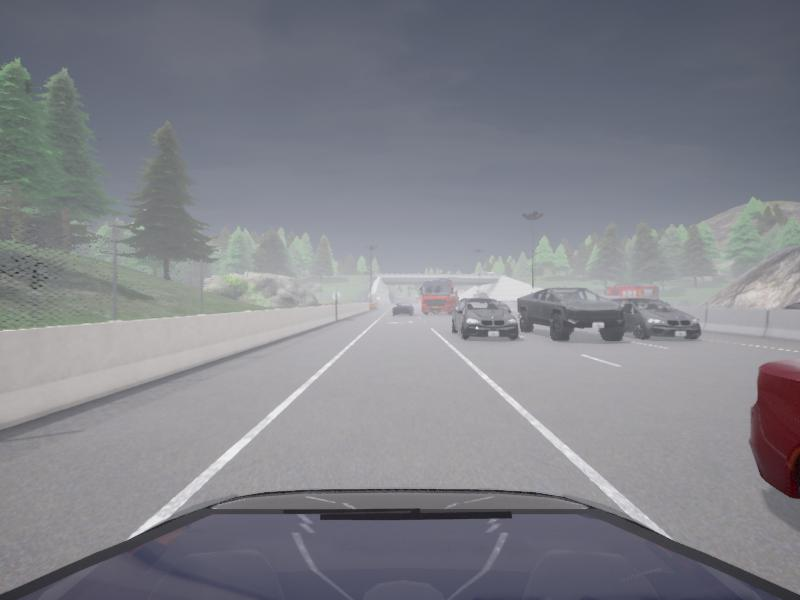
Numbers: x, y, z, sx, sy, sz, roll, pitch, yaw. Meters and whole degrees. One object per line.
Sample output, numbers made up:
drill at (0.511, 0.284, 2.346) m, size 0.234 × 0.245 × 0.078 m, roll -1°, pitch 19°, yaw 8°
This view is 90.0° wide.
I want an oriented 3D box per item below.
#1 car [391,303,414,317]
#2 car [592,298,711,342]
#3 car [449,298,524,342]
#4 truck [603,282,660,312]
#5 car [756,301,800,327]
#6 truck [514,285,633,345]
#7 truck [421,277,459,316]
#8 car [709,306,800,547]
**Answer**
car at (0.307, 0.926, 39.606) m, size 1.895 × 1.301 × 4.718 m, roll 0°, pitch 0°, yaw 5°
car at (10.500, 0.748, 17.236) m, size 2.242 × 1.667 × 4.611 m, roll 0°, pitch 0°, yaw 0°
car at (3.497, 0.748, 17.205) m, size 2.242 × 1.667 × 4.611 m, roll 0°, pitch 0°, yaw 0°
truck at (31.503, -0.345, 54.866) m, size 2.891 × 3.827 × 8.468 m, roll 0°, pitch 0°, yaw 0°
car at (24.499, 0.812, 23.926) m, size 1.882 × 1.535 × 5.008 m, roll 0°, pitch 0°, yaw 0°
truck at (6.999, 0.534, 17.213) m, size 2.390 × 2.098 × 6.274 m, roll 0°, pitch 0°, yaw 0°
truck at (4.456, -0.340, 43.178) m, size 2.891 × 3.827 × 8.468 m, roll 0°, pitch 0°, yaw 14°
car at (3.501, 0.822, 0.810) m, size 1.882 × 1.535 × 5.008 m, roll 0°, pitch 0°, yaw 0°
